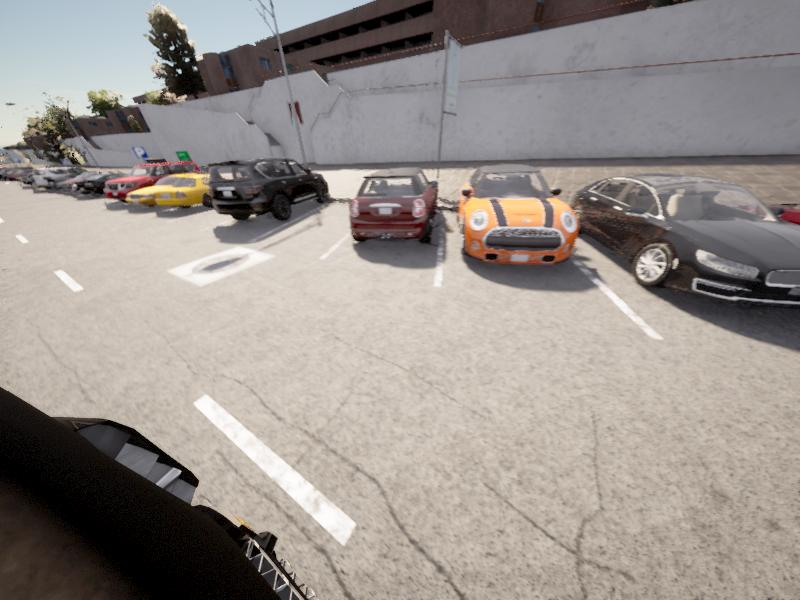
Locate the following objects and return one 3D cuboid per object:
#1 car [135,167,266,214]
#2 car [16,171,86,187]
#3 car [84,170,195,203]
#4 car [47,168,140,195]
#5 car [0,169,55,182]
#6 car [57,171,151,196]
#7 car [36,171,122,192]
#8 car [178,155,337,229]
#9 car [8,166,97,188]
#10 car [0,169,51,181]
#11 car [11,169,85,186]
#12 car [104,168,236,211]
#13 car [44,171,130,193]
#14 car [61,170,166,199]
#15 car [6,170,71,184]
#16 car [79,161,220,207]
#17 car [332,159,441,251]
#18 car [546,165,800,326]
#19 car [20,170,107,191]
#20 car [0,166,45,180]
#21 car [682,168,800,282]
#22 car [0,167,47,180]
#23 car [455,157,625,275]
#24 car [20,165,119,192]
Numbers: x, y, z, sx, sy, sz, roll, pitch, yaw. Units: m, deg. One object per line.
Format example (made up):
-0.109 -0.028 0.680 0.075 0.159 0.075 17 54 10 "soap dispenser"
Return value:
-10.293 -6.176 12.704 1.946 1.575 5.366 3 33 10 "car"
-46.618 -16.373 31.077 2.002 1.452 4.674 4 34 9 "car"
-18.096 -8.222 16.521 2.163 1.488 4.792 4 33 10 "car"
-28.459 -11.298 21.797 2.185 1.767 4.553 4 33 10 "car"
-64.781 -21.724 40.164 2.163 1.488 4.792 5 34 9 "car"
-25.867 -10.412 20.537 2.002 1.452 4.674 4 33 10 "car"
-33.649 -12.641 24.526 2.163 1.488 4.792 4 33 10 "car"
-5.152 -4.832 9.795 2.435 2.045 5.566 3 33 10 "car"
-44.033 -15.836 29.583 2.435 2.045 5.566 4 34 9 "car"
-67.379 -22.496 41.494 2.002 1.452 4.674 4 34 10 "car"
-49.191 -17.270 32.509 1.946 1.575 5.366 4 34 10 "car"
-12.943 -6.707 13.720 1.946 1.575 5.366 4 33 10 "car"
-31.048 -11.874 23.187 2.002 1.452 4.674 4 33 10 "car"
-23.283 -9.713 19.182 2.097 1.535 5.008 3 33 10 "car"
-54.407 -18.657 34.957 2.163 1.488 4.792 5 34 9 "car"
-15.513 -7.730 15.043 2.435 2.045 5.566 4 33 10 "car"
0.030 -3.216 7.173 2.185 1.767 4.553 4 33 10 "car"
5.232 -1.644 4.637 2.231 1.521 4.892 4 34 9 "car"
-38.869 -14.041 26.968 1.946 1.575 5.366 4 34 9 "car"
-72.521 -24.308 44.034 1.878 1.987 4.442 4 34 10 "car"
7.820 -0.889 3.357 2.163 1.488 4.792 4 33 10 "car"
-69.965 -23.382 42.674 2.185 1.767 4.553 4 34 9 "car"
2.640 -2.508 5.906 2.185 1.767 4.553 4 33 10 "car"
-36.250 -13.617 25.691 2.435 2.045 5.566 4 33 10 "car"
